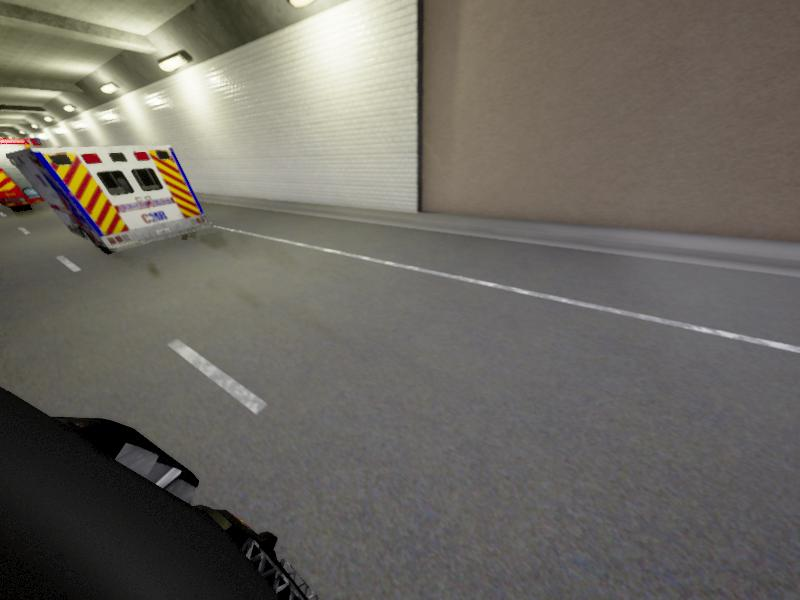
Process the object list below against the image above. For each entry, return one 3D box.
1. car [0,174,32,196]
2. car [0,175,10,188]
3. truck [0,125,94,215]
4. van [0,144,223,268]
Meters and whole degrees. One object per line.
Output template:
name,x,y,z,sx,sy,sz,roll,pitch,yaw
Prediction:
car,-36.828,-10.750,21.495,4.674,1.442,1.812,16,38,26
car,-49.664,-14.463,27.947,3.633,1.501,1.845,16,38,26
truck,-23.336,-7.859,14.001,8.468,3.827,2.891,16,38,26
van,-8.939,-3.161,7.133,6.366,2.431,2.351,16,38,26
